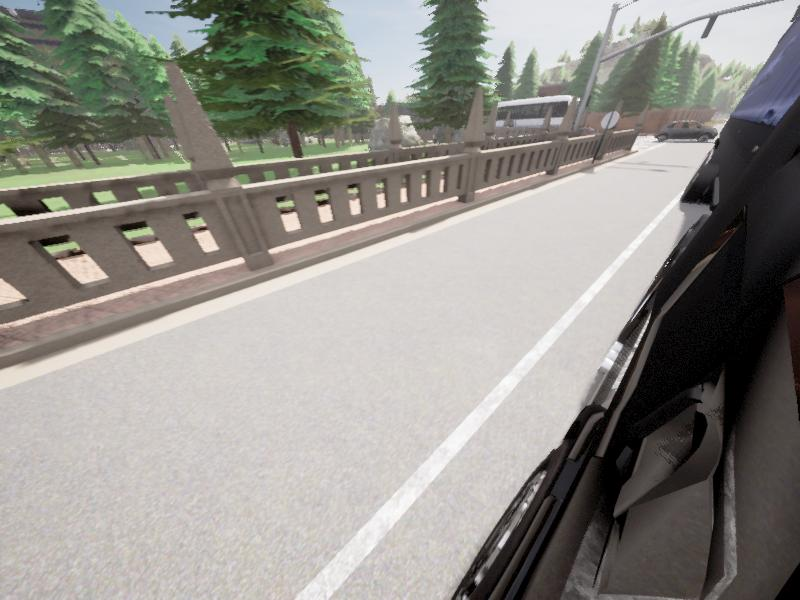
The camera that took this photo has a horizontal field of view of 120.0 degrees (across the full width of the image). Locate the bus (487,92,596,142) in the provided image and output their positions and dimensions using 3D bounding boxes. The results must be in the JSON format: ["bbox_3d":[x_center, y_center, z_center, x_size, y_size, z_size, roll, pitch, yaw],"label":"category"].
[{"bbox_3d":[17.019,-22.726,29.160,3.944,4.253,10.273,-28,44,-30],"label":"bus"}]

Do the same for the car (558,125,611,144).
[{"bbox_3d":[18.827,-16.988,23.720,1.845,1.501,3.633,-28,44,-29],"label":"car"}]

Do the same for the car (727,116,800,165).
[{"bbox_3d":[20.194,-8.709,12.404,1.932,1.855,4.605,29,47,32],"label":"car"}]

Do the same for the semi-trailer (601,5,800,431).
[{"bbox_3d":[8.515,-3.726,4.396,14.254,4.402,2.717,-30,45,-32],"label":"semi-trailer"}]

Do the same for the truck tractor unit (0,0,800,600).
[{"bbox_3d":[2.645,-0.295,0.351,6.516,4.208,3.053,-28,44,-30],"label":"truck tractor unit"}]

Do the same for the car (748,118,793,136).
[{"bbox_3d":[38.759,-18.200,24.260,4.181,1.385,1.994,-28,44,-29],"label":"car"}]

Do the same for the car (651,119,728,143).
[{"bbox_3d":[26.391,-15.514,21.252,3.988,1.617,1.851,29,47,35],"label":"car"}]
